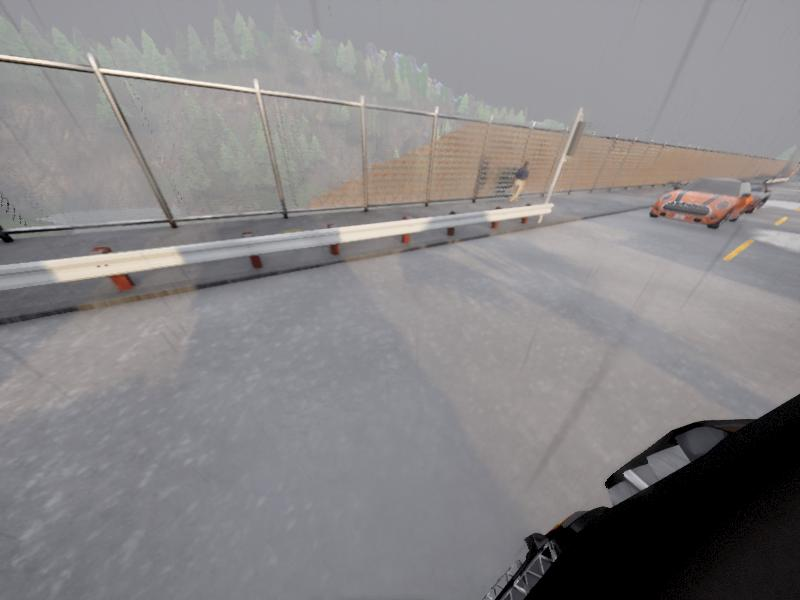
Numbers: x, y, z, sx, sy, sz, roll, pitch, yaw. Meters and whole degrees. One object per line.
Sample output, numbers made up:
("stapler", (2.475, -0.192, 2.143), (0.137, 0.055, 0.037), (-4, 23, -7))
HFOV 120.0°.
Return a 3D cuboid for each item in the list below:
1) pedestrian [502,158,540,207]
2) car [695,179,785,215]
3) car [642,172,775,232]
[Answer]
("pedestrian", (5.438, -5.333, 10.493), (0.751, 1.860, 0.751), (-19, 39, -30))
("car", (19.515, -6.007, 13.281), (4.181, 1.385, 1.994), (-16, 38, -26))
("car", (13.196, -4.363, 9.928), (4.553, 1.767, 2.097), (-16, 38, -26))
